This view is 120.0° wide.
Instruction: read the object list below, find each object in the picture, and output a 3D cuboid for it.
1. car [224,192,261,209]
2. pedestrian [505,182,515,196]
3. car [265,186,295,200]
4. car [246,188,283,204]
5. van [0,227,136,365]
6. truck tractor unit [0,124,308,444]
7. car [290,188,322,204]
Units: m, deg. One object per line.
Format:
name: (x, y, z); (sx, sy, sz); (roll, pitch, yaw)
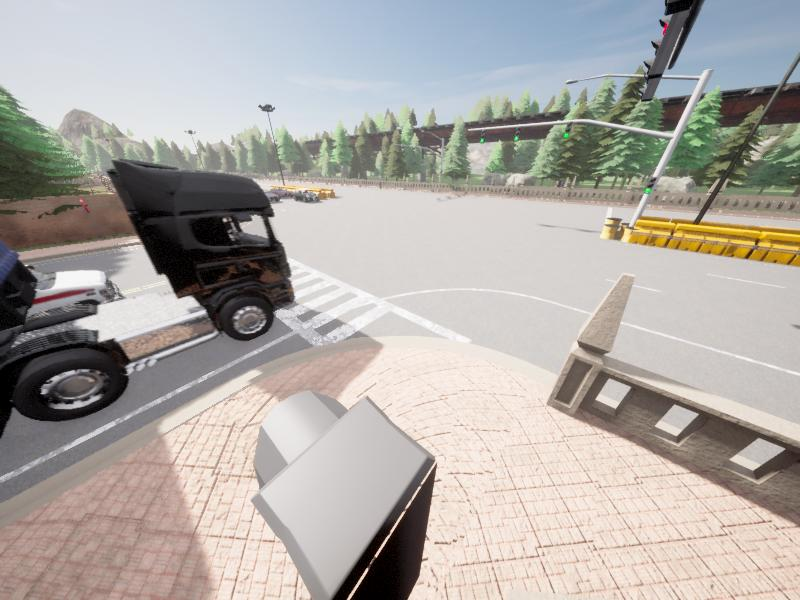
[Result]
car: (-18.176, -11.550, 26.643); (4.181, 1.385, 1.994); (23, 37, 34)
pedestrian: (16.359, -16.484, 34.344); (0.751, 1.860, 0.751); (24, 38, 35)
car: (-17.598, -15.756, 33.927); (4.181, 1.385, 1.994); (21, 36, 32)
car: (-17.896, -13.735, 30.402); (5.357, 1.411, 2.033); (23, 37, 34)
van: (-10.802, 0.450, 4.799); (2.351, 2.431, 6.366); (23, 37, 34)
truck tractor unit: (-6.016, -0.713, 4.734); (3.053, 4.208, 6.516); (18, 29, 35)
car: (-12.344, -13.712, 30.279); (3.806, 1.475, 1.970); (23, 37, 34)
